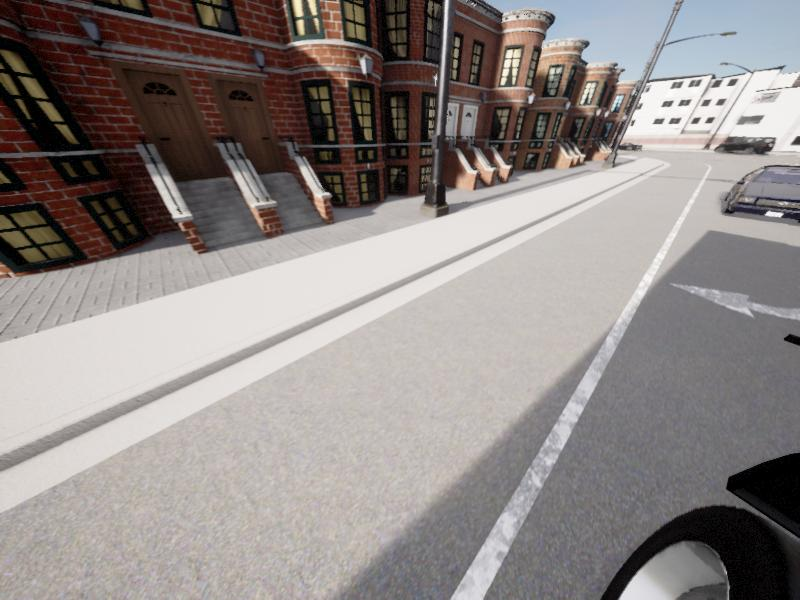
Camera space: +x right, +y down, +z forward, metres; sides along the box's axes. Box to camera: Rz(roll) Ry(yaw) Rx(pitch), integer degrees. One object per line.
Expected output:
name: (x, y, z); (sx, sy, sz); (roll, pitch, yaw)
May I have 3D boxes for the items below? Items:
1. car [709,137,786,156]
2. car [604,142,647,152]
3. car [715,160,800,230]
car: (48.854, -21.850, 32.760); (2.150, 2.045, 5.566); (-2, 35, -2)
car: (42.059, -28.777, 43.332); (2.033, 1.411, 5.357); (-17, 38, -22)
car: (13.257, -3.896, 8.129); (5.357, 1.411, 2.033); (-27, 43, -32)
